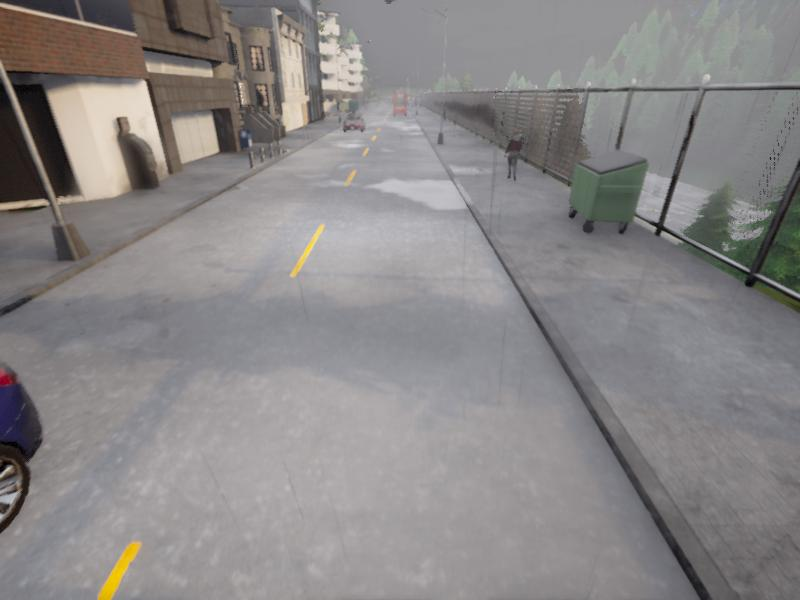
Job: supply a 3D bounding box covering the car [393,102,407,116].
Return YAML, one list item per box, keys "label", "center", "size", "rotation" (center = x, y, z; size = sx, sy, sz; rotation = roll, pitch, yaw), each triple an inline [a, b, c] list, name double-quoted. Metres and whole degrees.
- label: "car"
  center: [0.018, -29.690, 62.229]
  size: [2.097, 1.767, 4.553]
  rotation: [0, 27, 0]

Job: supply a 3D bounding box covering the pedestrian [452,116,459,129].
- label: "pedestrian"
  center: [5.164, -16.629, 37.432]
  size: [0.500, 1.100, 0.500]
  rotation: [-1, 27, -2]

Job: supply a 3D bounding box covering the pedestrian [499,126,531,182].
- label: "pedestrian"
  center: [4.239, -5.438, 14.893]
  size: [0.751, 1.860, 0.751]
  rotation: [0, 27, 0]

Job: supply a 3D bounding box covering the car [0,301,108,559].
- label: "car"
  center: [-3.996, 1.768, 1.518]
  size: [2.163, 1.488, 4.792]
  rotation: [0, 27, 0]

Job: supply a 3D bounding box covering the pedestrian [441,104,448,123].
- label: "pedestrian"
  center: [5.072, -21.289, 45.639]
  size: [0.751, 1.860, 0.751]
  rotation: [1, 27, 2]

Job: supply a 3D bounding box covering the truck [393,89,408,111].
- label: "truck"
  center: [0.033, -41.724, 83.332]
  size: [2.891, 3.827, 8.468]
  rotation: [0, 27, 0]

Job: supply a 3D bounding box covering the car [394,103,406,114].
- label: "car"
  center: [0.019, -35.405, 73.799]
  size: [2.152, 1.651, 5.027]
  rotation: [0, 27, 0]

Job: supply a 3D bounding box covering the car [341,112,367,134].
- label: "car"
  center: [-3.987, -15.631, 35.262]
  size: [1.816, 1.474, 4.193]
  rotation: [0, 27, 0]
